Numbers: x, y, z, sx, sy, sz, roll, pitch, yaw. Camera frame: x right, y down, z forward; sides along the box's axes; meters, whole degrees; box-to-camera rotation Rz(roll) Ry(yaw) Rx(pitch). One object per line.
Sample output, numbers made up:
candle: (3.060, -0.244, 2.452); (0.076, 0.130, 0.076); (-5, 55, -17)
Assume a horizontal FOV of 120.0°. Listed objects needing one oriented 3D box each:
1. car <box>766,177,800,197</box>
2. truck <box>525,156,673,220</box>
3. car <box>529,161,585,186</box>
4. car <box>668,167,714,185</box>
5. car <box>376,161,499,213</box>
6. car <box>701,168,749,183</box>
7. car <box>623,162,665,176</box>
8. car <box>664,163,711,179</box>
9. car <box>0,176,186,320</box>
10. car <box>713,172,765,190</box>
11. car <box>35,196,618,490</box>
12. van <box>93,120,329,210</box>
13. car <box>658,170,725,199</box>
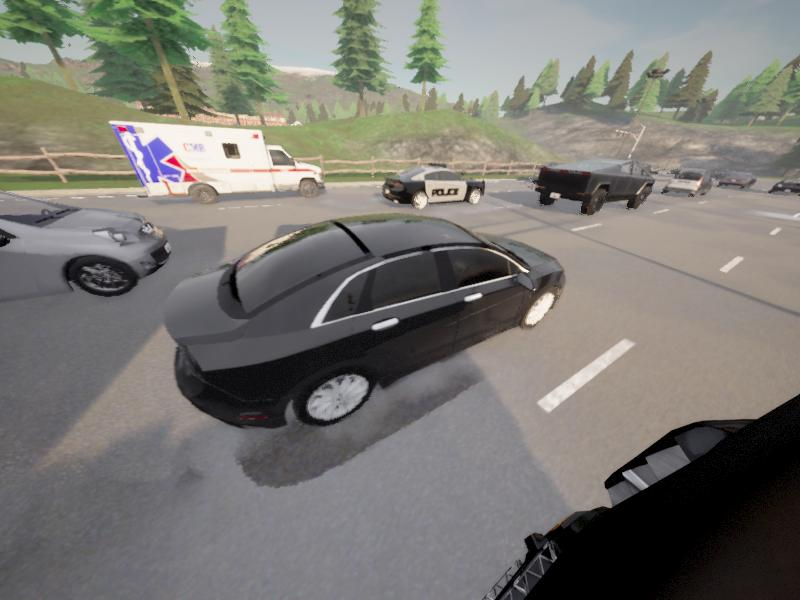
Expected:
car: (36.321, -10.489, 21.300); (4.718, 1.301, 1.895); (-16, 38, -26)
truck: (9.350, -5.436, 10.916); (6.274, 2.098, 2.390); (-14, 37, -24)
car: (13.339, -10.783, 19.689); (3.988, 1.617, 1.851); (-16, 38, -26)
car: (33.372, -14.231, 26.468); (5.008, 1.535, 1.882); (-16, 38, -26)
car: (1.711, -5.236, 10.441); (5.238, 1.638, 1.930); (-16, 38, -26)
car: (46.899, -18.112, 33.485); (1.994, 1.385, 4.181); (13, 35, 14)
car: (40.065, -21.640, 38.111); (2.007, 1.525, 4.514); (2, 34, -2)
car: (43.668, -19.731, 35.280); (2.097, 1.767, 4.553); (11, 34, 12)
car: (-5.846, -0.792, 3.289); (3.633, 1.501, 1.845); (-16, 38, -26)
car: (35.684, -12.589, 24.313); (5.357, 1.411, 2.033); (-16, 38, -26)
car: (0.238, -0.273, 3.012); (4.892, 1.490, 1.837); (-16, 38, -26)
van: (-6.541, -5.444, 9.408); (6.366, 2.431, 2.351); (-16, 38, -26)
car: (21.597, -8.655, 17.133); (3.988, 1.617, 1.851); (-16, 38, -26)
